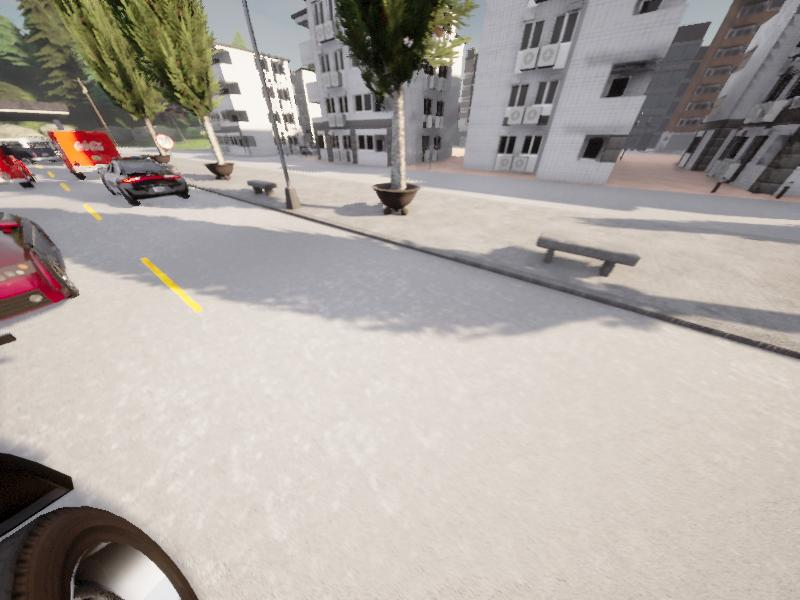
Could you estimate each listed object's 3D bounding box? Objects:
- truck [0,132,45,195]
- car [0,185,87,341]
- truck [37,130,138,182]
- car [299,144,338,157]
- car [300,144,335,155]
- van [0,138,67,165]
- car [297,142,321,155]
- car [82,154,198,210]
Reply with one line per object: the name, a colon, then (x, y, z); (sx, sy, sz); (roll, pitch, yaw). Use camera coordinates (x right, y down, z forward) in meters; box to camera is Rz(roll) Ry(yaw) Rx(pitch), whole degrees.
truck: (-20.496, -6.723, 11.138); (5.204, 2.467, 2.627); (23, 41, 29)
car: (-7.162, -0.656, 3.593); (4.181, 1.385, 1.994); (24, 42, 29)
truck: (-20.475, -9.569, 15.177); (5.204, 2.467, 2.627); (23, 41, 29)
car: (-12.125, -22.276, 34.424); (4.974, 1.542, 2.038); (-14, 38, -20)
car: (-12.171, -22.393, 34.315); (4.536, 1.218, 1.853); (-14, 38, -20)
van: (-35.286, -13.915, 21.599); (4.480, 2.038, 2.069); (3, 34, 4)
car: (-14.186, -23.589, 35.848); (1.845, 1.501, 3.633); (-28, 44, -34)
car: (-11.299, -5.306, 10.018); (4.974, 1.542, 2.038); (23, 41, 29)
